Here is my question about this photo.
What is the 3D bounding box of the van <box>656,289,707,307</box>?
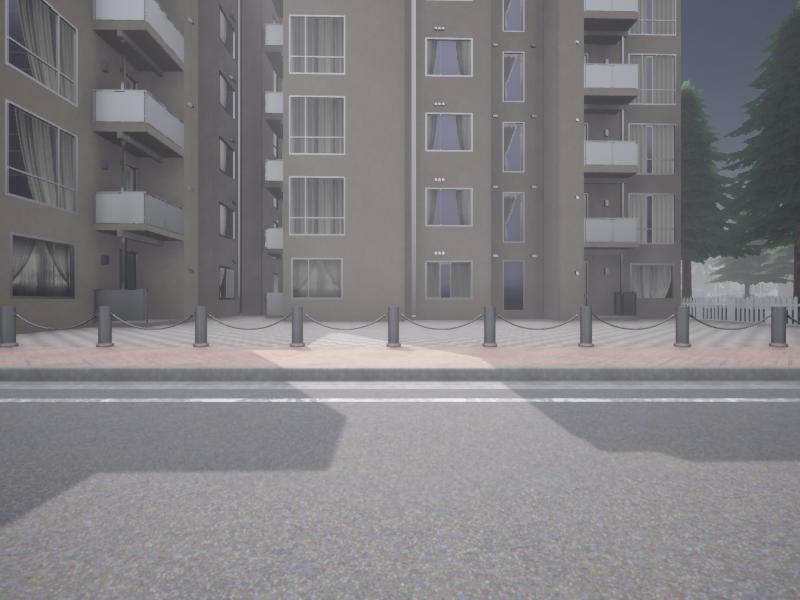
[{"bbox_3d":[40.253,-0.277,57.331,5.915,2.561,1.988,0,0,-1],"label":"van"}]
